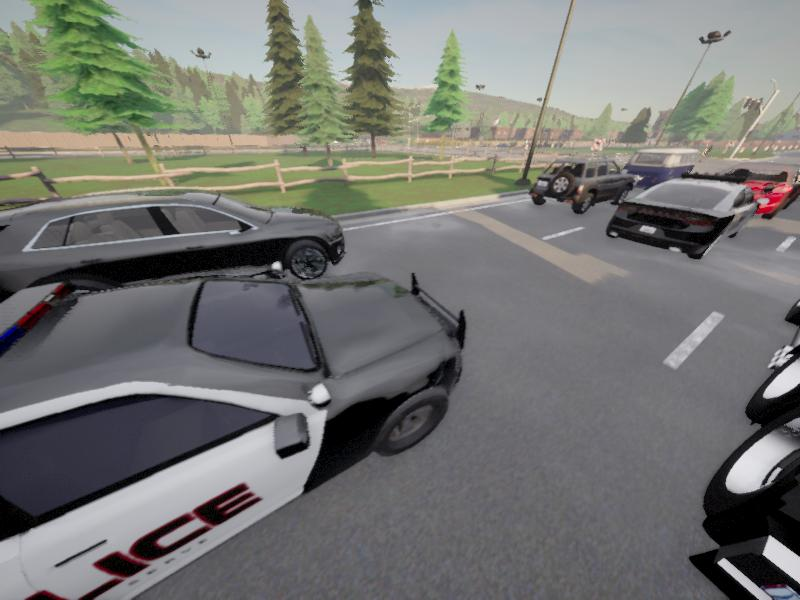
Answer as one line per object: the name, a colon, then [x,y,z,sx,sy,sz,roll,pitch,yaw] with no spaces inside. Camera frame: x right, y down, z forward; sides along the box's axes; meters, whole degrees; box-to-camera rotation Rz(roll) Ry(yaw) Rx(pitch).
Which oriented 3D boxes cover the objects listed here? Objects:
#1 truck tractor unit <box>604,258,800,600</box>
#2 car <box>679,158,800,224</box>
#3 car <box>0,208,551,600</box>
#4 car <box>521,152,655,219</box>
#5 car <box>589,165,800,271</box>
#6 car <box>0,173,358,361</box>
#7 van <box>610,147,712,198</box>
truck tractor unit: [5.103,-0.306,0.813,6.516,4.208,3.053,-18,39,-25]
car: [13.945,-4.483,9.103,4.611,1.667,2.242,-18,39,-25]
car: [-1.625,0.654,1.722,4.974,1.542,2.038,-19,39,-24]
car: [7.477,-4.768,9.279,4.605,1.855,1.932,-18,39,-24]
car: [7.899,-2.499,6.228,5.238,1.638,1.930,-18,39,-24]
car: [-3.489,-1.090,4.122,4.856,1.649,2.033,-18,39,-24]
van: [13.776,-6.863,12.249,4.442,1.987,1.775,-18,39,-24]
